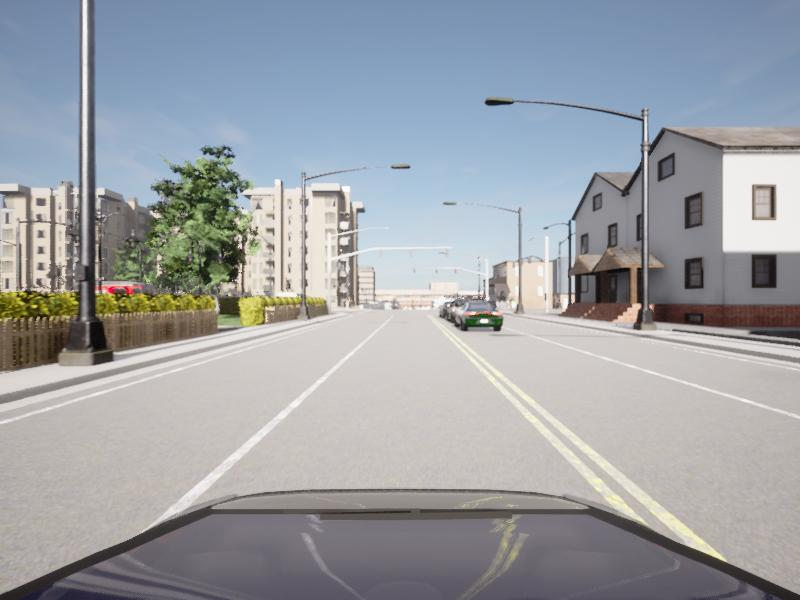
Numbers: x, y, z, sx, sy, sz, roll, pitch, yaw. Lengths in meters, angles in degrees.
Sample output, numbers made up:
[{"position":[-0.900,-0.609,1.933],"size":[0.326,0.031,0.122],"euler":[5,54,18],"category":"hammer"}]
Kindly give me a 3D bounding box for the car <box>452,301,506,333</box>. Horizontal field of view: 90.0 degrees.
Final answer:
[{"position":[4.098,0.810,21.539],"size":[2.038,1.542,4.974],"euler":[0,0,2],"category":"car"}]

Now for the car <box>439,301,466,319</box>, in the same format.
[{"position":[4.480,0.843,34.597],"size":[1.812,1.442,4.674],"euler":[0,0,2],"category":"car"}]

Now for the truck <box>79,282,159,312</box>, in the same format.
[{"position":[-36.037,-0.375,51.498],"size":[8.468,3.827,2.891],"euler":[0,0,4],"category":"truck"}]

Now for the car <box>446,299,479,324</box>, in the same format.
[{"position":[4.289,0.767,28.035],"size":[1.851,1.617,3.988],"euler":[0,0,2],"category":"car"}]

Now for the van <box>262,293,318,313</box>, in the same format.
[{"position":[-13.776,0.333,50.372],"size":[6.366,2.431,2.351],"euler":[0,0,2],"category":"van"}]

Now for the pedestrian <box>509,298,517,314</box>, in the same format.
[{"position":[13.427,0.688,47.388],"size":[0.751,1.860,0.751],"euler":[0,0,1],"category":"pedestrian"}]
